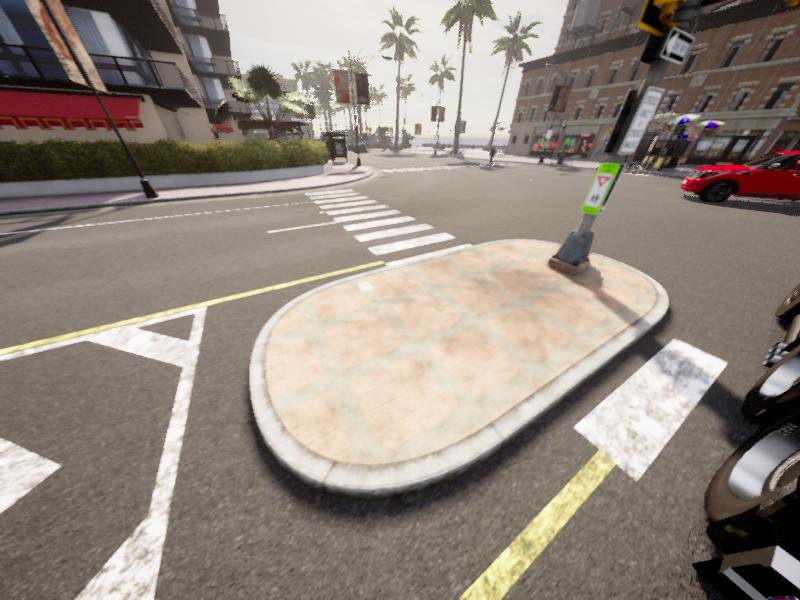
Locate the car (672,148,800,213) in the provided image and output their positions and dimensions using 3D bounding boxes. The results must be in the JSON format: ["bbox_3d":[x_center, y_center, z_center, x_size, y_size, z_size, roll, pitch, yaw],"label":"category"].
[{"bbox_3d":[15.861,-4.973,9.506,5.566,2.045,2.150,25,41,31],"label":"car"}]

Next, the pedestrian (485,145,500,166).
[{"bbox_3d":[9.598,-15.040,24.064,0.751,1.860,0.751,-17,38,-23],"label":"pedestrian"}]

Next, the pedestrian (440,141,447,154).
[{"bbox_3d":[7.955,-27.837,42.201,0.751,1.860,0.751,-23,41,-30],"label":"pedestrian"}]

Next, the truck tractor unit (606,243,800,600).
[{"bbox_3d":[5.074,-0.336,0.830,6.516,4.208,3.053,-20,40,-26],"label":"truck tractor unit"}]
